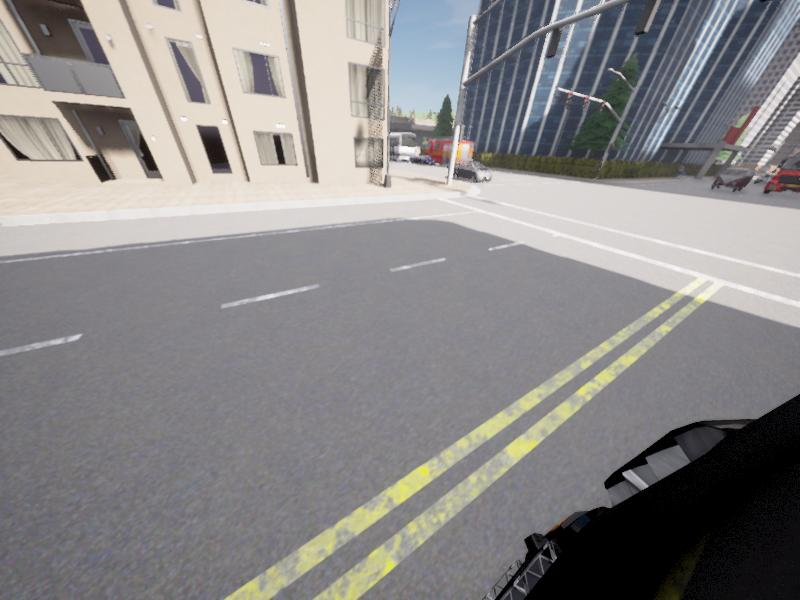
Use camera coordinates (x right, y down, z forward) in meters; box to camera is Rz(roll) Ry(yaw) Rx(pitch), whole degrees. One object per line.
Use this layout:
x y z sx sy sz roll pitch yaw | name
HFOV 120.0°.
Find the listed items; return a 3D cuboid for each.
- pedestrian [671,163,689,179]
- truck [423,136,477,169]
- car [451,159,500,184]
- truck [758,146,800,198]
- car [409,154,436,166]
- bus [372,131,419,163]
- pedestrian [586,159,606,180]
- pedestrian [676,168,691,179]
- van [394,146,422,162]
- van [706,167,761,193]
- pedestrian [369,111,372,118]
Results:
40.843 -18.792 33.661 0.751 1.860 0.751 -15 38 -26 | pedestrian
7.349 -23.044 35.955 2.891 3.827 8.468 -15 38 -26 | truck
6.298 -11.016 19.762 1.845 1.501 3.633 -13 37 -23 | car
38.543 -12.007 21.752 8.468 3.827 2.891 -16 38 -26 | truck
3.454 -21.956 36.291 1.895 1.301 4.718 -15 38 -26 | car
-1.148 -27.794 42.070 3.944 4.253 10.273 -15 38 -26 | bus
21.498 -14.321 25.354 0.751 1.860 0.751 -15 37 -25 | pedestrian
41.584 -18.571 33.893 0.751 1.300 0.751 -11 36 -20 | pedestrian
1.334 -28.540 45.053 2.351 2.431 6.366 -15 38 -26 | van
32.794 -11.856 22.733 4.442 1.987 1.775 -16 38 -26 | van
-10.113 -63.920 79.725 0.751 1.860 0.751 -16 38 -26 | pedestrian
